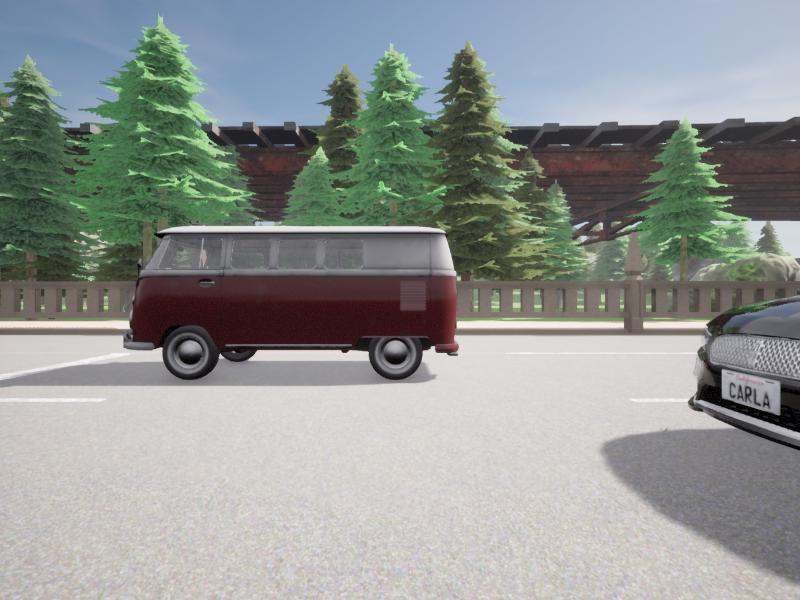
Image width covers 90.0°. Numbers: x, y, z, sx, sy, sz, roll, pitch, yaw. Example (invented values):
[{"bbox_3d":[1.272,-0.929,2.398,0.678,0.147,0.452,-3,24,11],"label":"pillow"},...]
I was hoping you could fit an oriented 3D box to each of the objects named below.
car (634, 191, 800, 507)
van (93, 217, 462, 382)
[{"bbox_3d":[4.363,0.237,2.200,4.902,1.511,2.128,0,0,0],"label":"car"},{"bbox_3d":[-1.470,-0.002,5.700,4.442,1.987,1.775,0,0,0],"label":"van"}]
